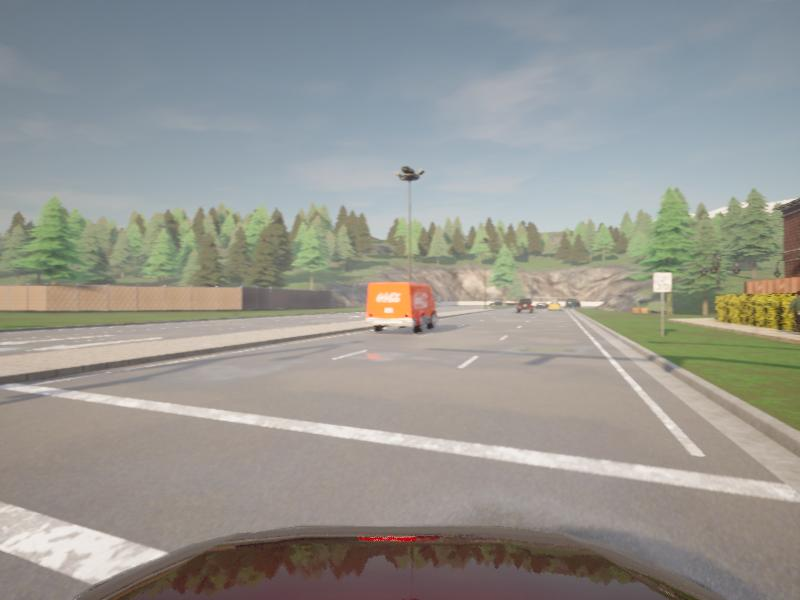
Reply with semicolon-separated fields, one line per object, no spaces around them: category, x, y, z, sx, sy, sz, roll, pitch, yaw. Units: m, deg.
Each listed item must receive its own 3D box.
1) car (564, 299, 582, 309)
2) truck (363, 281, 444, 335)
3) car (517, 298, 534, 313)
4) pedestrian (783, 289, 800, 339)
car;37.200;0.752;85.924;2.150;2.045;5.566;0;0;38
truck;0.393;0.385;21.194;2.627;2.467;5.204;0;0;21
car;16.517;0.745;52.580;1.905;1.878;3.866;0;0;21
pedestrian;15.190;0.532;15.162;0.751;1.860;0.751;0;0;20
